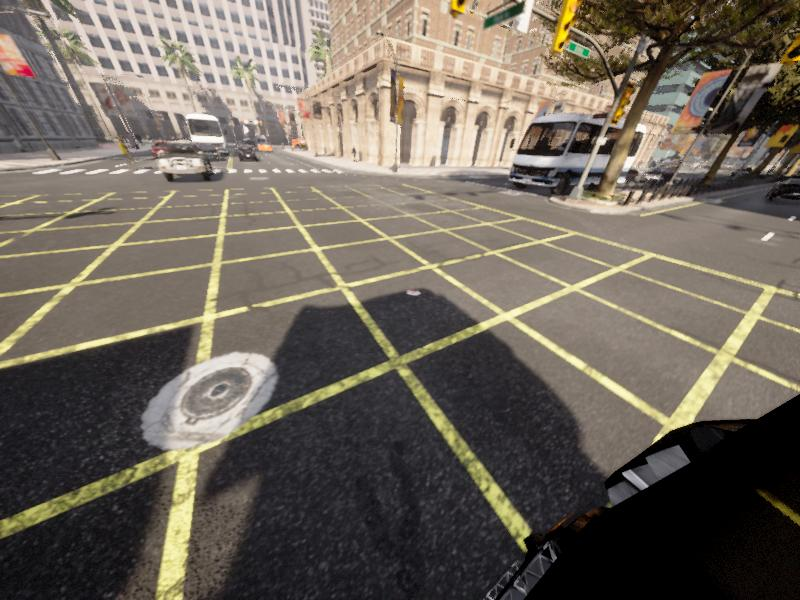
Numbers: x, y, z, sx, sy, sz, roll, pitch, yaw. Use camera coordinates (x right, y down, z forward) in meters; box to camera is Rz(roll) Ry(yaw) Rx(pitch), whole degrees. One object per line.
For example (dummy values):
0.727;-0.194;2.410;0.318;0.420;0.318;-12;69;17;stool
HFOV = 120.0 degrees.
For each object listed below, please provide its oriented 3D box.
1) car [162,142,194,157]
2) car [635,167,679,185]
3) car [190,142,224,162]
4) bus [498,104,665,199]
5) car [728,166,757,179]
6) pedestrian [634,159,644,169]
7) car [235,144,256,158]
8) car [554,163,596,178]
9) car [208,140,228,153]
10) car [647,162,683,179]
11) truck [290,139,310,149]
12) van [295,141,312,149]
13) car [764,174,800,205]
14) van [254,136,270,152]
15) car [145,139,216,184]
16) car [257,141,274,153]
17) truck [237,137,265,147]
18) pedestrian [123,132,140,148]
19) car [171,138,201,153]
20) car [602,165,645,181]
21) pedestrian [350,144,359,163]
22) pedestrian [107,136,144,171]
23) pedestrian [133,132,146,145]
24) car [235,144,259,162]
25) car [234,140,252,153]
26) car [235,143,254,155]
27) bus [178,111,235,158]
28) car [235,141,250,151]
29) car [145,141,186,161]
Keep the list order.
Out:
-27.003;-18.472;28.232;1.895;1.301;4.718;-16;38;-26;car
27.101;-13.131;24.366;3.633;1.501;1.845;-17;39;-26;car
-19.988;-15.493;24.126;2.038;1.542;4.974;-16;38;-26;car
12.423;-9.931;15.955;10.273;4.253;3.944;-16;38;-26;bus
63.098;-23.580;42.571;4.605;1.855;1.932;-17;39;-27;car
52.916;-30.005;51.066;0.751;1.860;0.751;-23;42;-33;pedestrian
-20.938;-20.195;31.296;1.895;1.301;4.718;-16;38;-26;car
20.991;-15.580;27.745;4.718;1.301;1.895;-16;38;-26;car
-29.571;-25.071;37.689;2.007;1.525;4.514;-16;38;-26;car
37.918;-18.556;33.029;3.866;1.878;1.905;-16;38;-26;car
-32.604;-50.966;75.329;5.204;2.467;2.627;-16;38;-26;truck
-30.502;-49.136;73.154;4.480;2.038;2.069;-16;38;-26;van
29.710;-8.351;17.329;5.238;1.638;1.930;-21;41;-31;car
-28.508;-32.237;47.582;1.988;2.561;5.915;-16;38;-26;van
-12.356;-8.120;13.397;1.932;1.855;4.605;-16;38;-26;car
-24.931;-28.340;42.710;2.097;1.767;4.553;-16;38;-26;car
-41.501;-43.986;64.506;2.390;2.098;6.274;12;35;13;truck
-39.768;-23.683;34.177;0.751;1.860;0.751;-9;36;-18;pedestrian
-30.488;-22.148;33.113;2.242;1.667;4.611;-16;38;-26;car
26.506;-15.086;27.392;4.181;1.385;1.994;-16;38;-26;car
-5.617;-18.176;28.678;0.751;1.860;0.751;-16;38;-26;pedestrian
-17.653;-9.452;14.937;0.751;1.860;0.751;-18;39;-28;pedestrian
-48.183;-29.847;42.723;0.751;1.860;0.751;-18;39;-28;pedestrian
-17.514;-16.864;26.426;1.816;1.474;4.193;-16;38;-26;car
-28.098;-27.502;41.358;2.152;1.651;5.027;-15;38;-25;car
-24.488;-23.808;36.328;2.033;1.411;5.357;-16;38;-26;car
-24.962;-21.743;30.627;3.944;4.253;10.273;-16;38;-26;bus
-31.855;-31.196;46.787;2.033;1.411;5.357;-16;38;-26;car
-23.544;-15.121;23.364;1.812;1.442;4.674;-16;38;-26;car
